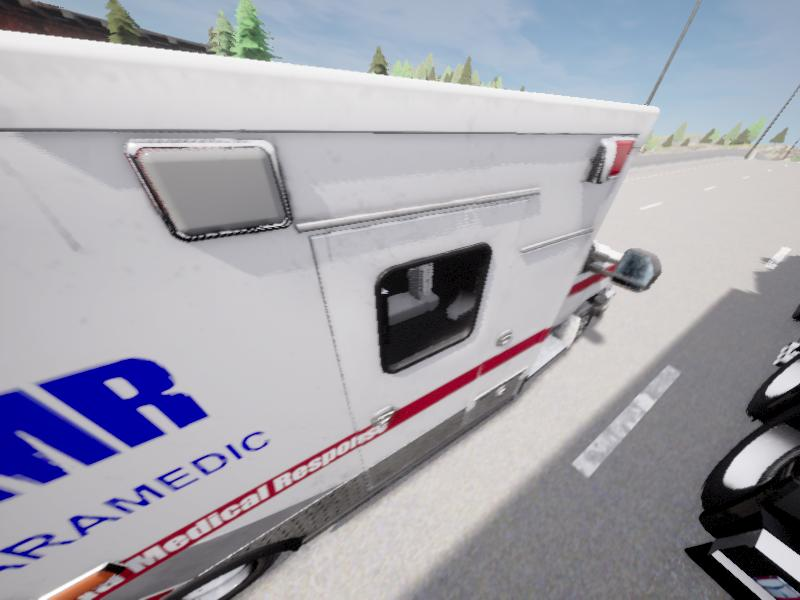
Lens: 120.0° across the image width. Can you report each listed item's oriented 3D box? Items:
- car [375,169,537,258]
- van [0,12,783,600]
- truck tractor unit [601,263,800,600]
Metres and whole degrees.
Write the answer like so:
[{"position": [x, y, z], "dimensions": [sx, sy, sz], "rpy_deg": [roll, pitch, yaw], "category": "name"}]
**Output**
[{"position": [1.504, -2.633, 6.486], "dimensions": [3.806, 1.475, 1.970], "rpy_deg": [-19, 39, -24], "category": "car"}, {"position": [-0.342, -0.073, 2.047], "dimensions": [6.366, 2.431, 2.351], "rpy_deg": [-19, 39, -24], "category": "van"}, {"position": [5.101, -0.315, 0.759], "dimensions": [6.516, 4.208, 3.053], "rpy_deg": [-19, 40, -24], "category": "truck tractor unit"}]
